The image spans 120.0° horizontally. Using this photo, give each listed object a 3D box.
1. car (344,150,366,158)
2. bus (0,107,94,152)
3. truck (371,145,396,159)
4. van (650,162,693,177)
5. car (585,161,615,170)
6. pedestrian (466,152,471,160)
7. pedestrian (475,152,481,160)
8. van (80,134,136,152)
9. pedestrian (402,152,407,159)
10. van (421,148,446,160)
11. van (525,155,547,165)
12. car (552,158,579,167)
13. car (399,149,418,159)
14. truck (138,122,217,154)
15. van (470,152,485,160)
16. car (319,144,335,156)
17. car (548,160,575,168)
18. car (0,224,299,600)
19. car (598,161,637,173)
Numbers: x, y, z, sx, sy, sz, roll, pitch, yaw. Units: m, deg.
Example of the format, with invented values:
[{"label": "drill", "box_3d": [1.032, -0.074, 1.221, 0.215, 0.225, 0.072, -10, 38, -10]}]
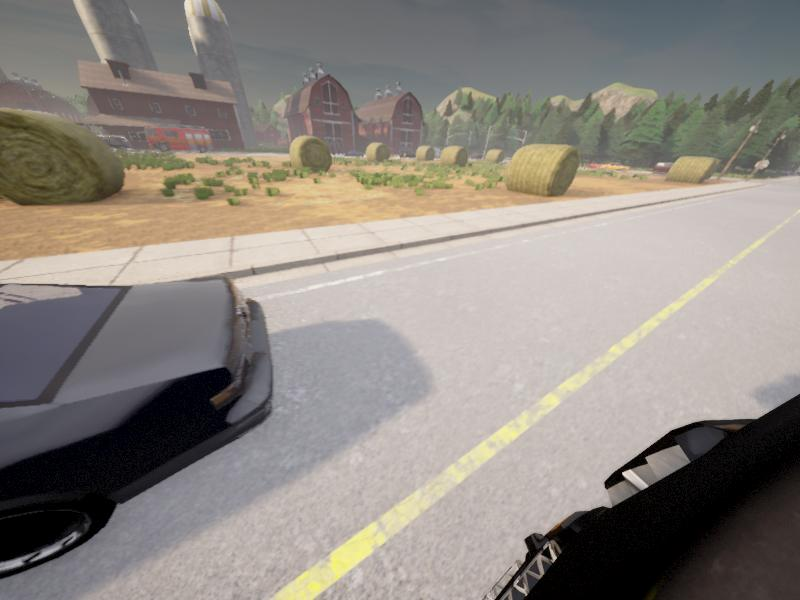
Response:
[{"label": "car", "box_3d": [-9.964, -32.471, 51.268, 4.181, 1.385, 1.994, -19, 40, -29]}, {"label": "bus", "box_3d": [-47.343, -20.899, 28.364, 3.944, 4.253, 10.273, 18, 36, 22]}, {"label": "truck", "box_3d": [-3.846, -34.982, 54.562, 5.204, 2.467, 2.627, -19, 39, -29]}, {"label": "van", "box_3d": [48.971, -23.664, 41.780, 1.775, 1.987, 4.442, -18, 39, -28]}, {"label": "car", "box_3d": [45.129, -30.357, 52.139, 2.007, 1.525, 4.514, -18, 39, -28]}, {"label": "pedestrian", "box_3d": [19.160, -40.194, 64.407, 0.751, 1.860, 0.751, 27, 41, 32]}, {"label": "pedestrian", "box_3d": [21.928, -40.344, 64.841, 0.751, 1.860, 0.751, -18, 39, -29]}, {"label": "van", "box_3d": [-43.722, -23.663, 34.827, 4.480, 2.038, 2.069, -18, 39, -29]}, {"label": "pedestrian", "box_3d": [1.073, -32.921, 52.542, 0.751, 1.300, 0.751, 17, 36, 20]}, {"label": "van", "box_3d": [9.104, -39.354, 62.167, 6.366, 2.431, 2.351, -19, 39, -29]}, {"label": "van", "box_3d": [36.804, -37.933, 62.535, 1.775, 1.987, 4.442, -18, 39, -28]}, {"label": "car", "box_3d": [40.997, -34.147, 57.282, 2.097, 1.767, 4.553, -18, 39, -28]}, {"label": "car", "box_3d": [2.127, -36.760, 58.241, 4.605, 1.855, 1.932, -19, 39, -29]}, {"label": "truck", "box_3d": [-36.444, -26.853, 38.586, 8.468, 3.827, 2.891, -19, 39, -29]}, {"label": "van", "box_3d": [25.261, -46.945, 75.310, 4.442, 1.987, 1.775, -19, 39, -29]}, {"label": "car", "box_3d": [-17.086, -35.490, 54.594, 1.905, 1.878, 3.866, 14, 36, 7]}, {"label": "car", "box_3d": [38.496, -32.608, 55.199, 1.895, 1.301, 4.718, -18, 39, -28]}, {"label": "car", "box_3d": [-3.642, 0.898, 1.089, 5.357, 1.411, 2.033, -16, 38, -26]}, {"label": "car", "box_3d": [44.569, -27.353, 47.459, 1.801, 1.575, 5.366, -18, 39, -28]}]
